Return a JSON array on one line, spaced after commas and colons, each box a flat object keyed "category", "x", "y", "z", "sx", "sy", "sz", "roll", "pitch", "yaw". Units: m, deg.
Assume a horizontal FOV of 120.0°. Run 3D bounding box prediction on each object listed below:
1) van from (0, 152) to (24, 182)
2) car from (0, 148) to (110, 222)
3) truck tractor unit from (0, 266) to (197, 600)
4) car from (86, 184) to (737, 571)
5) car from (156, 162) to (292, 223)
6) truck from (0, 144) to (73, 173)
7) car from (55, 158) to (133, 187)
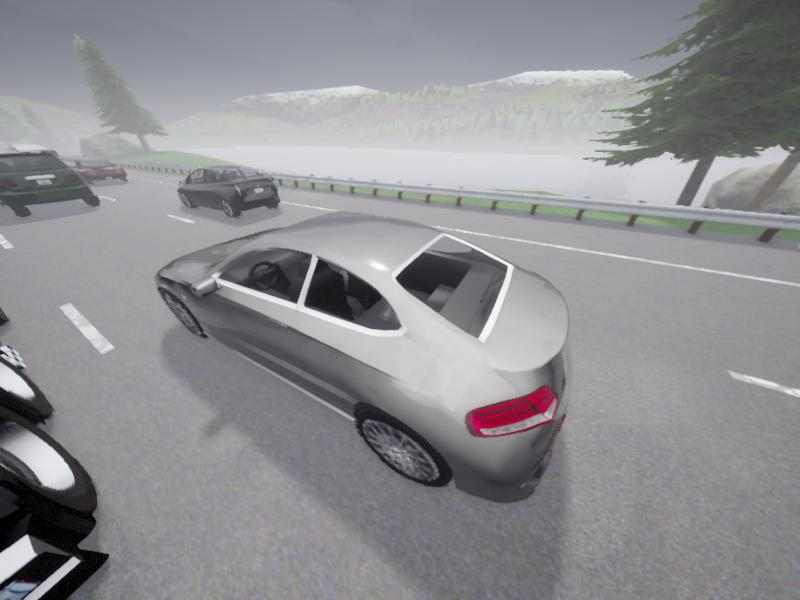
[{"category": "van", "x": -29.790, "y": -9.640, "z": 16.368, "sx": 4.480, "sy": 2.038, "sz": 2.069, "roll": 18, "pitch": 39, "yaw": 24}, {"category": "car", "x": -15.022, "y": -4.891, "z": 9.396, "sx": 5.566, "sy": 2.045, "sz": 2.150, "roll": 18, "pitch": 39, "yaw": 24}, {"category": "truck tractor unit", "x": -5.120, "y": -0.292, "z": 0.776, "sx": 6.516, "sy": 4.208, "sz": 3.053, "roll": 18, "pitch": 39, "yaw": 24}, {"category": "car", "x": -0.833, "y": -0.157, "z": 2.822, "sx": 5.027, "sy": 1.651, "sz": 2.152, "roll": 18, "pitch": 39, "yaw": 24}, {"category": "car", "x": -6.739, "y": -4.320, "z": 8.943, "sx": 4.514, "sy": 1.525, "sz": 2.007, "roll": 18, "pitch": 39, "yaw": 24}, {"category": "truck", "x": -34.759, "y": -13.565, "z": 22.005, "sx": 6.274, "sy": 2.098, "sz": 2.390, "roll": 18, "pitch": 39, "yaw": 24}, {"category": "car", "x": -20.552, "y": -8.667, "z": 15.529, "sx": 4.718, "sy": 1.301, "sz": 1.895, "roll": 18, "pitch": 39, "yaw": 24}]
